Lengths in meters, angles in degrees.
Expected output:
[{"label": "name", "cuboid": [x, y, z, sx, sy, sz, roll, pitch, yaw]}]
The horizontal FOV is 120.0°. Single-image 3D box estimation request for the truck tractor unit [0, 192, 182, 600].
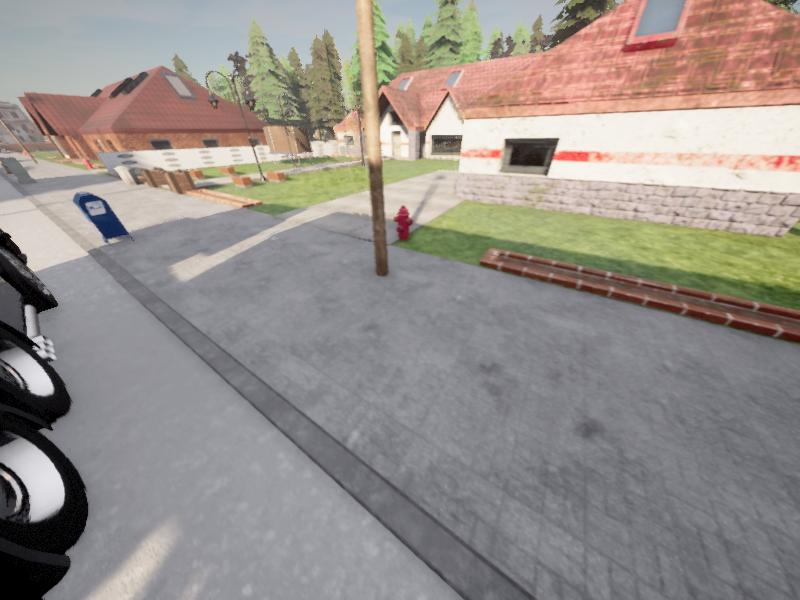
[{"label": "truck tractor unit", "cuboid": [-4.988, -0.410, 0.923, 6.516, 4.208, 3.053, 24, 42, 29]}]
